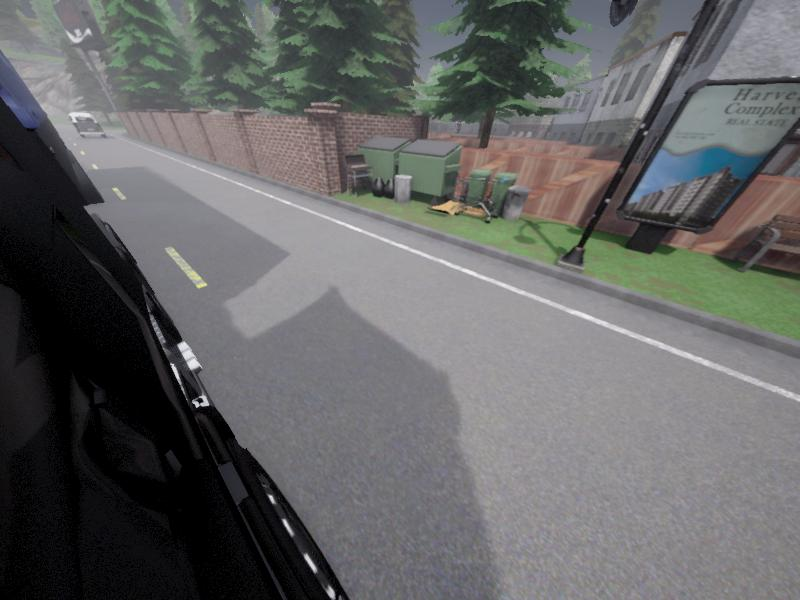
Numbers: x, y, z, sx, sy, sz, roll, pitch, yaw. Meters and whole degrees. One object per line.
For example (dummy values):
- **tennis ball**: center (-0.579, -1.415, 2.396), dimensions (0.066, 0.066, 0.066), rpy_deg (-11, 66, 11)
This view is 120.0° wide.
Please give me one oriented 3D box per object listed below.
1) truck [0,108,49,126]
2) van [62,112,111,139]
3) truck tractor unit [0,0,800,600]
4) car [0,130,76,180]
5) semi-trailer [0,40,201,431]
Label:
- **truck**: center (-59.755, -29.146, 36.800), dimensions (6.274, 2.098, 2.390), rpy_deg (19, 40, 20)
- **van**: center (-32.405, -18.055, 23.879), dimensions (4.480, 2.038, 2.069), rpy_deg (28, 44, 30)
- **truck tractor unit**: center (-2.645, -0.295, 0.352), dimensions (6.516, 4.208, 3.053), rpy_deg (28, 44, 30)
- **car**: center (-16.039, -6.274, 9.818), dimensions (4.181, 1.385, 1.994), rpy_deg (27, 43, 29)
- **semi-trailer**: center (-8.678, -3.627, 4.236), dimensions (14.254, 4.402, 2.717), rpy_deg (28, 44, 30)
